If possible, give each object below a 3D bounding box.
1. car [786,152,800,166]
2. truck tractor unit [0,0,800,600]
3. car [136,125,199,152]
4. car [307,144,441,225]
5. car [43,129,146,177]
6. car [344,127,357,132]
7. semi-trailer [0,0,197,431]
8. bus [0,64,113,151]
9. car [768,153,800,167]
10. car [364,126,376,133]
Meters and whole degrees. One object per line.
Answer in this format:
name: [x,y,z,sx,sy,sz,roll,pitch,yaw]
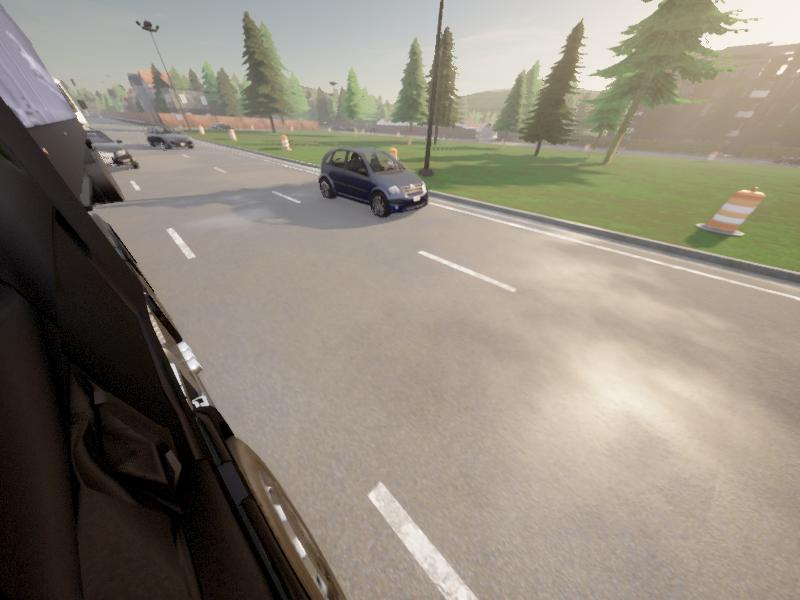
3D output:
car: [55.116,-18.518,30.553,3.633,1.501,1.845,30,45,32]
truck tractor unit: [-2.645,-0.295,0.351,6.516,4.208,3.053,28,44,30]
car: [-18.796,-13.109,18.701,4.193,1.474,1.816,21,40,22]
car: [-0.970,-3.970,7.542,3.988,1.617,1.851,30,45,32]
car: [-14.593,-7.166,11.020,4.902,1.511,2.128,26,44,30]
car: [-17.737,-61.292,83.011,4.902,1.511,2.128,30,45,32]
semi-trailer: [-8.451,-3.766,4.451,14.254,4.402,2.717,31,45,32]
bus: [-26.791,-14.507,17.741,10.273,4.253,3.944,30,45,32]
car: [51.486,-17.687,29.410,4.718,1.301,1.895,30,45,32]
car: [-11.125,-63.214,85.631,4.605,1.855,1.932,30,45,32]
